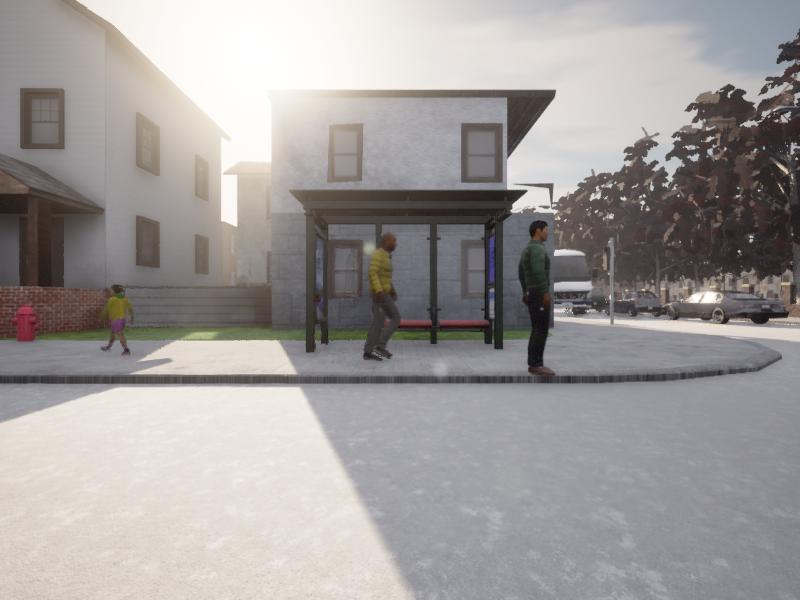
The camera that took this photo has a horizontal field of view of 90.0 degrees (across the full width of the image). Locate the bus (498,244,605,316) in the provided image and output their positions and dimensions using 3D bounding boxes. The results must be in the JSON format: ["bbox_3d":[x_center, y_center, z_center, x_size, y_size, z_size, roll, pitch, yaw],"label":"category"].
[{"bbox_3d":[10.233,-1.129,28.878,3.944,4.253,10.273,0,-1,1],"label":"bus"}]

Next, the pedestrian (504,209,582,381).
[{"bbox_3d":[1.661,-0.054,4.767,0.751,1.860,0.751,0,0,9],"label":"pedestrian"}]

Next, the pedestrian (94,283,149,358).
[{"bbox_3d":[-4.326,0.305,6.241,0.500,1.100,0.500,0,0,14],"label":"pedestrian"}]

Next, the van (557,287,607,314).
[{"bbox_3d":[14.244,0.000,31.621,1.775,1.987,4.442,0,0,-2],"label":"van"}]

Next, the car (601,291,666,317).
[{"bbox_3d":[14.191,0.227,24.569,1.845,1.501,3.633,0,0,-1],"label":"car"}]

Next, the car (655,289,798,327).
[{"bbox_3d":[13.943,0.295,17.675,2.033,1.411,5.357,0,0,2],"label":"car"}]

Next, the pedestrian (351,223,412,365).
[{"bbox_3d":[-0.240,-0.075,5.641,0.751,1.860,0.751,0,0,7],"label":"pedestrian"}]
